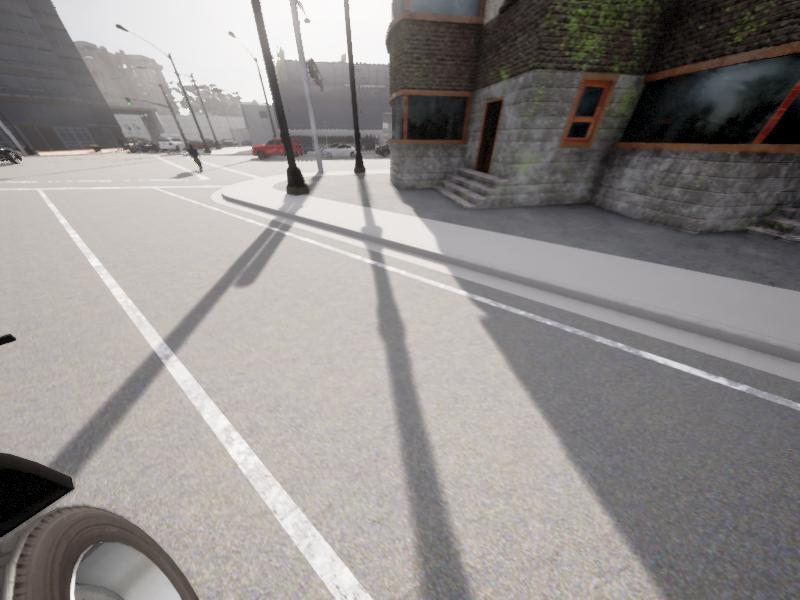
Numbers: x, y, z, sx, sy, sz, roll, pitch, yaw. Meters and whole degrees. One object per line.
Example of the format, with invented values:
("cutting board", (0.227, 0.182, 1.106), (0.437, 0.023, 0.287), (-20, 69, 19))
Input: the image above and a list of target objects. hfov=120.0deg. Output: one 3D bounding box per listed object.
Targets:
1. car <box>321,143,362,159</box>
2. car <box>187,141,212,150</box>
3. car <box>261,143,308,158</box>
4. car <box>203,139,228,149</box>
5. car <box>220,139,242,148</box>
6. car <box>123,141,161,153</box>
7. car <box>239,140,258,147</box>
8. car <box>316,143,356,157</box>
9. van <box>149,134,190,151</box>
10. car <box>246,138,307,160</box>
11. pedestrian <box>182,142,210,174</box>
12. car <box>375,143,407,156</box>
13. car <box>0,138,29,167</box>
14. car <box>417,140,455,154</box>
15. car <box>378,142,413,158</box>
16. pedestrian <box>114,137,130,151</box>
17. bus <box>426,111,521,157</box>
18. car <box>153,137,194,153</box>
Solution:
("car", (-7.053, -18.228, 28.262), (4.674, 1.442, 1.812), (-6, 36, -8))
("car", (-39.668, -30.635, 45.754), (1.816, 1.474, 4.193), (-5, 36, -8))
("car", (-14.864, -19.534, 30.065), (5.008, 1.535, 1.882), (-6, 35, -8))
("car", (-40.707, -34.540, 51.138), (1.930, 1.638, 5.238), (-5, 36, -7))
("car", (-41.391, -38.574, 56.850), (1.930, 1.638, 5.238), (-2, 35, -3))
("car", (-41.522, -24.706, 37.335), (1.816, 1.474, 4.193), (-5, 36, -8))
("car", (-41.048, -42.622, 62.735), (1.816, 1.474, 4.193), (5, 35, 6))
("car", (-8.470, -20.151, 30.957), (4.892, 1.490, 1.837), (-6, 36, -8))
("van", (-42.719, -29.401, 43.059), (1.988, 2.561, 5.915), (-5, 36, -8))
("car", (-14.253, -17.751, 27.095), (5.566, 2.045, 2.150), (-6, 36, -8))
("pedestrian", (-14.440, -10.058, 16.357), (0.751, 1.860, 0.751), (-29, 45, -35))
("car", (-1.242, -20.874, 31.935), (4.181, 1.385, 1.994), (-5, 36, -6))
("car", (-35.791, -12.342, 19.384), (2.150, 2.045, 5.566), (-14, 38, -20))
("car", (5.018, -21.664, 32.703), (5.008, 1.535, 1.882), (-7, 36, -7))
("car", (-0.579, -18.943, 29.108), (4.193, 1.474, 1.816), (-6, 36, -7))
("pedestrian", (-46.302, -25.996, 38.494), (0.751, 1.860, 0.751), (-1, 35, -2))
("bus", (8.931, -21.104, 29.421), (10.273, 4.253, 3.944), (-7, 36, -7))
("car", (-38.468, -26.566, 39.500), (2.150, 2.045, 5.566), (-5, 36, -7))
